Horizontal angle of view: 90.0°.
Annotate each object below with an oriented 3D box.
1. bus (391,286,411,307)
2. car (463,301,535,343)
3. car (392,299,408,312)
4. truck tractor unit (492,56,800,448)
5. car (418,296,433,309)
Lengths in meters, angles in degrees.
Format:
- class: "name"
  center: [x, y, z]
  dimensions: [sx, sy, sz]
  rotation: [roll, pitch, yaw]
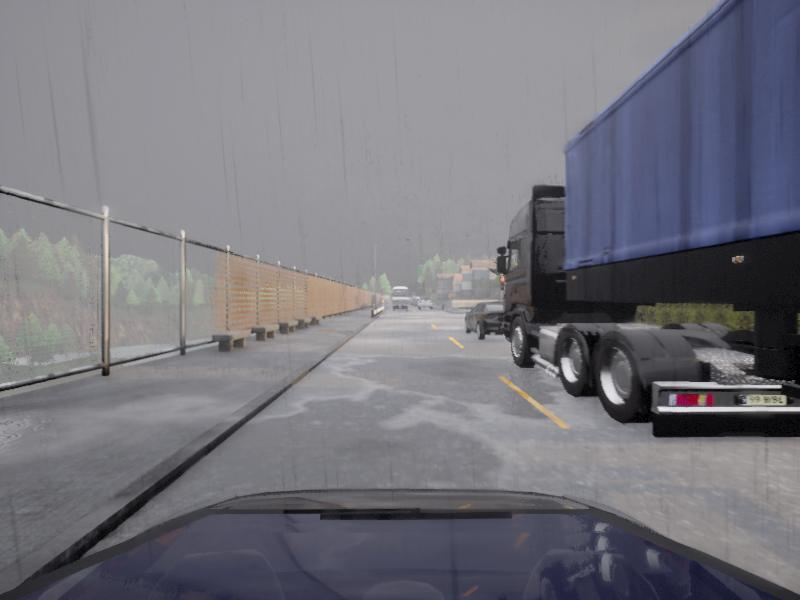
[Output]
- class: "bus"
  center: [0.204, -0.664, 85.114]
  dimensions: [3.944, 4.253, 10.273]
  rotation: [0, 0, 0]
- class: "car"
  center: [4.018, 0.797, 17.138]
  dimensions: [1.882, 1.535, 5.008]
  rotation: [0, 0, 0]
- class: "car"
  center: [0.053, 0.699, 55.262]
  dimensions: [2.152, 1.651, 5.027]
  rotation: [0, 0, 0]
- class: "truck tractor unit"
  center: [4.007, -0.511, 7.559]
  dimensions: [3.053, 4.208, 6.516]
  rotation: [0, 0, 0]
- class: "car"
  center: [4.039, 0.466, 65.063]
  dimensions: [2.150, 2.045, 5.566]
  rotation: [0, -1, 1]
